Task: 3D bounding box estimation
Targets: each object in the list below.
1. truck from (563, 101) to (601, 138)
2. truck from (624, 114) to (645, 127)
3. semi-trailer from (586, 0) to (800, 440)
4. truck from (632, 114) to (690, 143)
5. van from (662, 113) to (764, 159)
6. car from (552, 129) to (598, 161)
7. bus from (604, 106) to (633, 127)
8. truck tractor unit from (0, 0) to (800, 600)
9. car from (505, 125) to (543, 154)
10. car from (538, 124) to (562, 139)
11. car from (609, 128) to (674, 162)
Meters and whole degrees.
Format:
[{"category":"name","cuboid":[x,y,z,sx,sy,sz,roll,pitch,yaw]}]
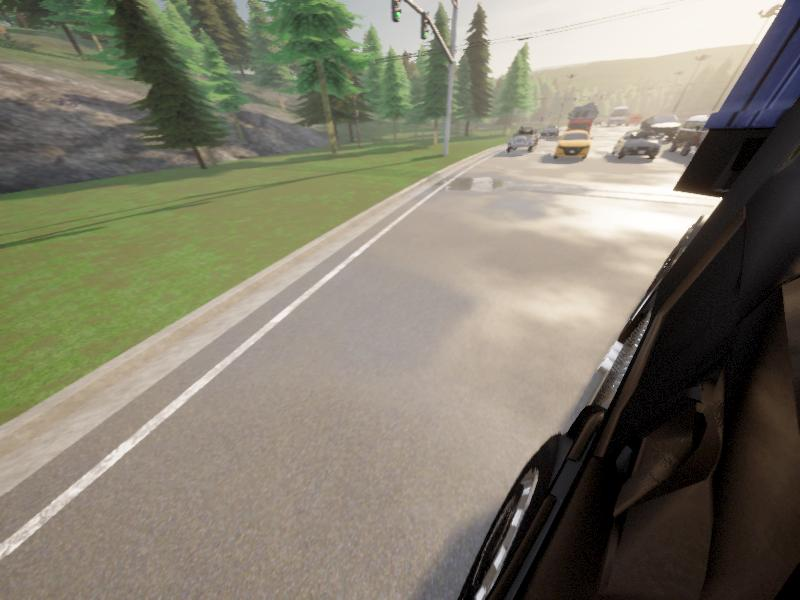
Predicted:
[{"category":"truck","cuboid":[26.357,-26.045,33.507,2.891,3.827,8.468,20,42,27]},{"category":"truck","cuboid":[60.736,-46.679,59.982,2.627,2.467,5.204,20,42,27]},{"category":"semi-trailer","cuboid":[9.778,-2.492,2.662,14.254,4.402,2.717,-13,38,-14]},{"category":"truck","cuboid":[26.187,-17.479,23.546,2.390,2.098,6.274,19,42,27]},{"category":"van","cuboid":[19.161,-10.363,14.559,2.069,2.038,4.480,17,41,25]},{"category":"car","cuboid":[12.020,-10.875,16.098,1.882,1.535,5.008,17,41,24]},{"category":"bus","cuboid":[60.609,-51.023,64.287,3.944,4.253,10.273,20,42,27]},{"category":"truck tractor unit","cuboid":[2.645,-0.295,0.351,6.516,4.208,3.053,-28,44,-30]},{"category":"car","cuboid":[10.685,-13.837,19.846,1.932,1.855,4.605,18,41,25]},{"category":"car","cuboid":[22.432,-25.234,34.505,2.152,1.651,5.027,20,42,27]},{"category":"car","cuboid":[15.159,-10.015,14.810,1.816,1.474,4.193,17,41,24]}]
